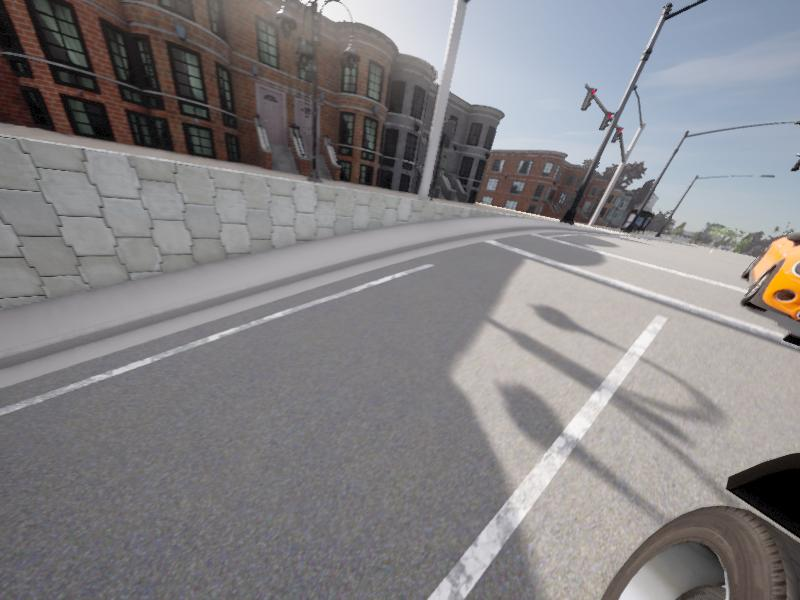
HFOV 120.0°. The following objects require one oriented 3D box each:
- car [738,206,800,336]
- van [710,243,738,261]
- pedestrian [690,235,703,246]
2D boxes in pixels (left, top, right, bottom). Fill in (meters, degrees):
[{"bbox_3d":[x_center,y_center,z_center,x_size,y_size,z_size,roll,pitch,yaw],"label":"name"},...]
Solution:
[{"bbox_3d":[8.067,-0.516,3.876,4.553,1.767,2.097,-15,36,-33],"label":"car"},{"bbox_3d":[76.784,-11.321,54.914,6.366,2.431,2.351,3,25,-41],"label":"van"},{"bbox_3d":[56.199,-11.289,43.757,0.751,1.860,0.751,-7,31,-32],"label":"pedestrian"}]
